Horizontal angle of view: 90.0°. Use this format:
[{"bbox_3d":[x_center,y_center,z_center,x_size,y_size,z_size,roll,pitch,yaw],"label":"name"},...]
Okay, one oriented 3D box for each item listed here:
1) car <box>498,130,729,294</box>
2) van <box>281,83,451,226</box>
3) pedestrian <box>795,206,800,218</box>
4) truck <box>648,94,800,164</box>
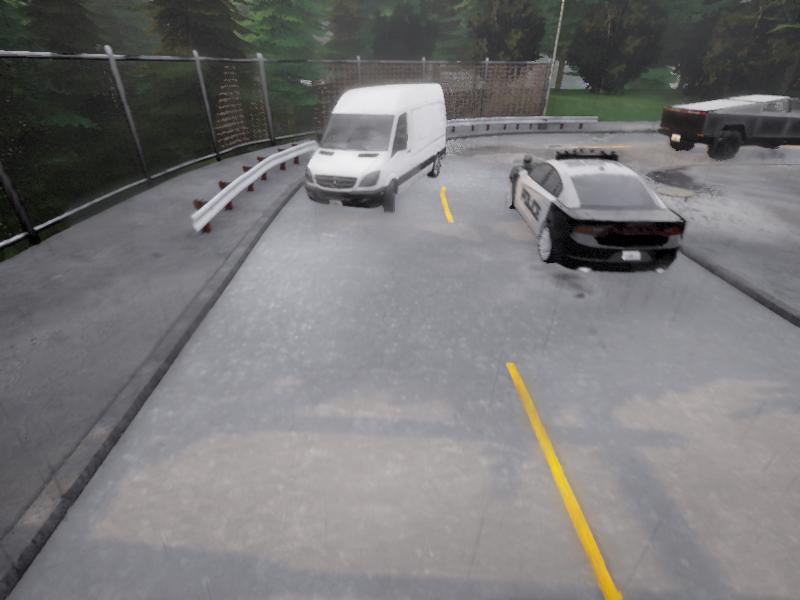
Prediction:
[{"bbox_3d":[3.506,-2.146,8.042,1.930,1.638,5.238,1,31,1],"label":"car"},{"bbox_3d":[-0.410,-4.281,10.778,1.988,2.561,5.915,10,32,18],"label":"van"},{"bbox_3d":[9.199,-2.319,8.651,0.500,1.100,0.500,-21,37,-32],"label":"pedestrian"},{"bbox_3d":[13.498,-6.634,15.301,6.274,2.098,2.390,-4,30,-7],"label":"truck"}]
